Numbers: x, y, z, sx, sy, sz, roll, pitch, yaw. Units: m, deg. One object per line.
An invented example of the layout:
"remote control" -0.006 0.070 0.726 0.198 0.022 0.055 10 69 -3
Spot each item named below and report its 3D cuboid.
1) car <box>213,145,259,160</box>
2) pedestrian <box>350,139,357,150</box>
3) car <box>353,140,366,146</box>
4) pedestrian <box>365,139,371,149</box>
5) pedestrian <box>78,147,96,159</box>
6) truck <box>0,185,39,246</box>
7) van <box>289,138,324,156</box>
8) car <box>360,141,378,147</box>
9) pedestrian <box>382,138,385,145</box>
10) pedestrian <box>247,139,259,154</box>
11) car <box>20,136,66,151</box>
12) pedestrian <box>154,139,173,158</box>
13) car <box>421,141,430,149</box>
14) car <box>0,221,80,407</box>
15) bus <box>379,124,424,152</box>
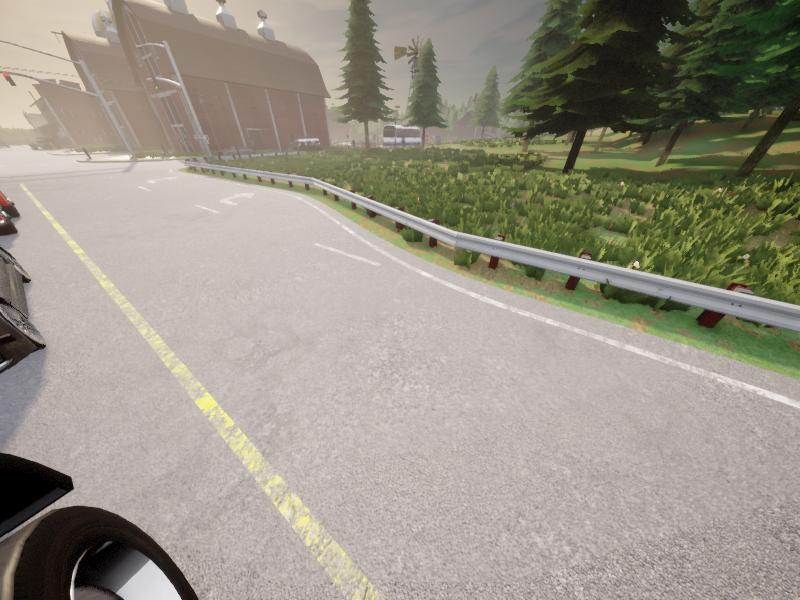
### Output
"car" -20.549 -18.655 29.131 1.994 1.385 4.181 22 41 28
"pedestrian" -9.534 -32.038 47.485 0.751 1.860 0.751 21 40 27
"car" -13.445 -52.057 76.527 1.816 1.474 4.193 22 40 27
"pedestrian" -7.067 -34.332 50.762 0.751 1.860 0.751 22 41 28
"pedestrian" -33.740 -15.817 24.886 0.500 1.100 0.500 1 35 1
"truck" -12.586 -2.885 5.778 5.204 2.467 2.627 22 40 27
"van" -14.458 -23.917 36.045 2.069 2.038 4.480 22 42 28
"car" -8.932 -44.680 66.096 4.902 1.511 2.128 21 40 27
"pedestrian" -5.211 -50.599 73.882 0.751 1.860 0.751 -18 39 -24
"pedestrian" -21.424 -22.369 33.666 0.751 1.860 0.751 22 41 28
"car" -65.227 -28.691 42.295 3.866 1.878 1.905 -6 41 -6
"pedestrian" -27.411 -17.566 26.802 0.751 1.860 0.751 21 40 27
"car" 6.243 -37.674 56.164 1.845 1.501 3.633 6 36 8
"car" -6.373 -0.094 2.712 4.902 1.511 2.128 22 41 28
"bus" 0.587 -33.737 48.200 3.944 4.253 10.273 22 41 28
